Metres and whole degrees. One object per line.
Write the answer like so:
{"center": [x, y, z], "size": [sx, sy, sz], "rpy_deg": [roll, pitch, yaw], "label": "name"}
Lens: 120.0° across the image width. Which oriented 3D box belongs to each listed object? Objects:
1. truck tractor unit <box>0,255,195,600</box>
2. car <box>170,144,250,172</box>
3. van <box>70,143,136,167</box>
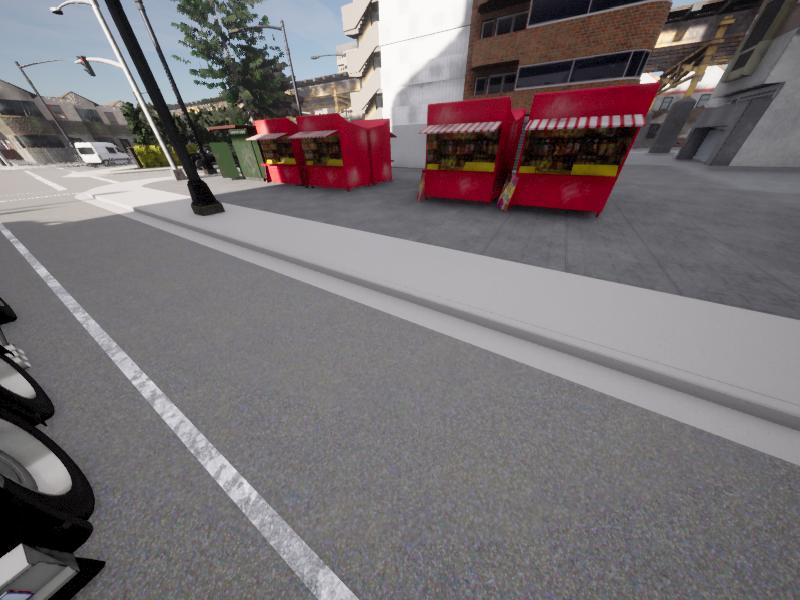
{"center": [-5.097, -0.314, 0.801], "size": [6.516, 4.208, 3.053], "rpy_deg": [19, 39, 25], "label": "truck tractor unit"}
{"center": [-19.123, -14.652, 23.660], "size": [2.150, 2.045, 5.566], "rpy_deg": [18, 39, 26], "label": "car"}
{"center": [-39.623, -19.698, 31.195], "size": [1.988, 2.561, 5.915], "rpy_deg": [-9, 35, -11], "label": "van"}
